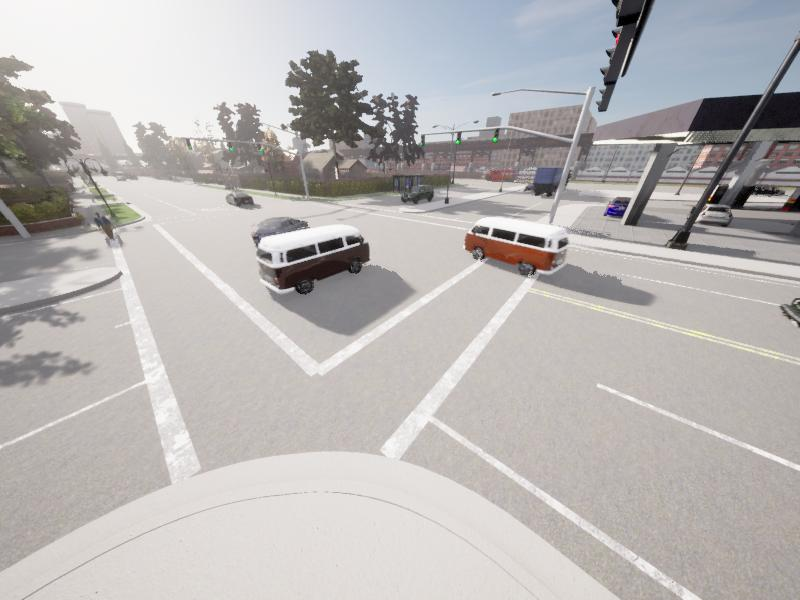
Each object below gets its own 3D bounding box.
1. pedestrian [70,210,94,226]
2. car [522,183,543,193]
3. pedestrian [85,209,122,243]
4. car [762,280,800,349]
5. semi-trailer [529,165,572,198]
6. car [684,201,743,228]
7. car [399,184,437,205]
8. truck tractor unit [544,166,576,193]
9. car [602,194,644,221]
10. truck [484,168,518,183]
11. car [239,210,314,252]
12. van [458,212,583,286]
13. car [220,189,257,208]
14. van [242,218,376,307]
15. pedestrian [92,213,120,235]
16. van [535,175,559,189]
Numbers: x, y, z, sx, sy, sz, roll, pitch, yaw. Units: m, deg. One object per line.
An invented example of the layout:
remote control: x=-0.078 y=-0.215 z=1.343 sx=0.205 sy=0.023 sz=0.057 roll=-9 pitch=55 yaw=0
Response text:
pedestrian: x=-24.816 y=-6.384 z=18.028 sx=0.500 sy=1.100 sz=0.500 roll=-4 pitch=30 yaw=-7
car: x=25.782 y=-21.886 z=44.921 sx=2.033 sy=1.411 sz=5.357 roll=23 pitch=37 yaw=34
pedestrian: x=-18.769 y=-4.721 z=14.673 sx=0.751 sy=1.860 sz=0.751 roll=25 pitch=38 yaw=36
car: x=12.976 y=1.080 z=5.240 sx=4.718 sy=1.301 sz=1.895 roll=22 pitch=36 yaw=33
semi-trailer: x=26.356 y=-20.804 z=40.020 sx=2.717 sy=4.402 sz=14.254 roll=23 pitch=37 yaw=34
car: x=25.999 y=-7.245 z=19.370 sx=1.970 sy=1.475 sz=3.806 roll=23 pitch=37 yaw=34
car: x=2.479 y=-14.378 z=31.262 sx=2.150 sy=2.045 sz=5.566 roll=23 pitch=37 yaw=34
truck tractor unit: x=31.411 y=-23.762 z=45.342 sx=3.053 sy=4.208 sz=6.516 roll=23 pitch=37 yaw=34
car: x=21.088 y=-8.924 z=21.955 sx=2.242 sy=1.667 sz=4.611 roll=23 pitch=37 yaw=34
truck: x=30.531 y=-37.992 z=70.385 sx=8.468 sy=3.827 sz=2.891 roll=23 pitch=37 yaw=34
car: x=-7.506 y=-4.558 z=14.819 sx=2.163 sy=1.488 sz=4.792 roll=0 pitch=30 yaw=0
van: x=5.351 y=-2.674 z=11.001 sx=2.069 sy=2.038 sz=4.480 roll=-23 pitch=37 yaw=-32
car: x=-20.239 y=-12.789 z=28.915 sx=5.238 sy=1.638 sz=1.930 roll=23 pitch=37 yaw=35
van: x=-3.347 y=-1.843 z=9.559 sx=2.069 sy=2.038 sz=4.480 roll=22 pitch=37 yaw=34
pedestrian: x=-21.013 y=-5.464 z=16.520 sx=0.751 sy=1.300 sz=0.751 roll=24 pitch=37 yaw=35
van: x=32.978 y=-26.469 z=51.824 sx=2.351 sy=2.431 sz=6.366 roll=26 pitch=39 yaw=37
